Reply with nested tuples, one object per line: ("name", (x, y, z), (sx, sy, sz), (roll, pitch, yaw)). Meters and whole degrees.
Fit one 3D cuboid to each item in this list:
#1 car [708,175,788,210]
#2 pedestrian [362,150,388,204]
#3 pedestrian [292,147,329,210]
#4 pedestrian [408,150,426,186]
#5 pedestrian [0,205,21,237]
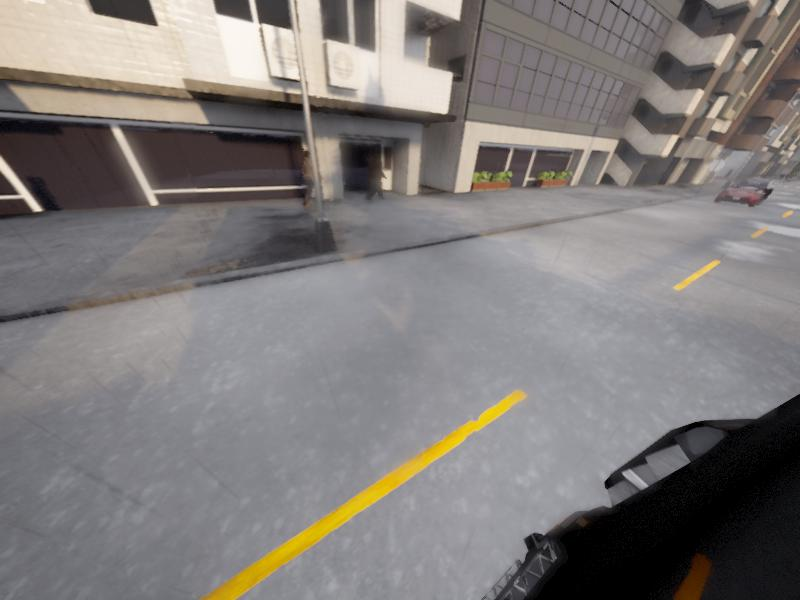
("car", (21.504, -6.735, 14.302), (3.633, 1.501, 1.845), (-16, 38, -26))
("pedestrian", (-1.008, -5.033, 9.501), (0.751, 1.860, 0.751), (-18, 39, -28))
("pedestrian", (-3.169, -4.316, 8.260), (0.751, 1.860, 0.751), (-19, 40, -29))
("pedestrian", (1.028, -8.039, 14.148), (0.751, 1.860, 0.751), (-8, 35, -16))
("pedestrian", (-9.294, -2.216, 4.640), (0.751, 1.860, 0.751), (-13, 37, -23))
